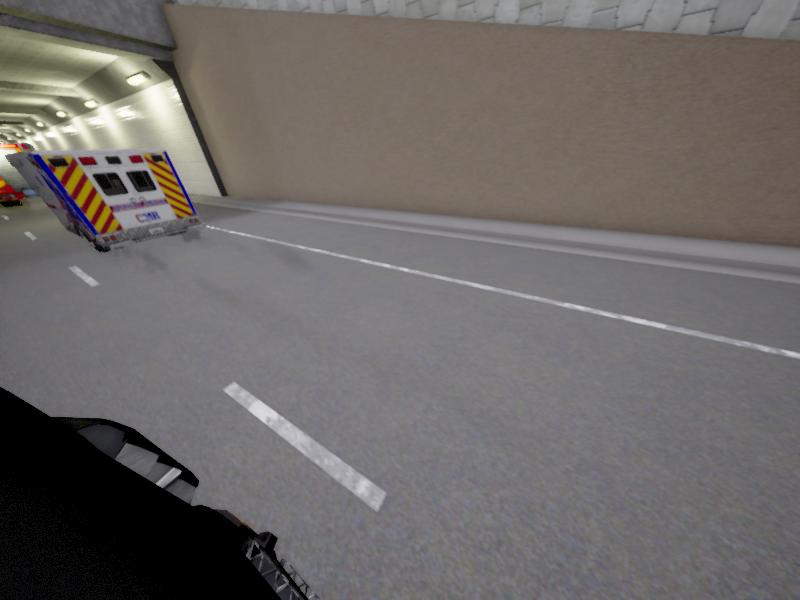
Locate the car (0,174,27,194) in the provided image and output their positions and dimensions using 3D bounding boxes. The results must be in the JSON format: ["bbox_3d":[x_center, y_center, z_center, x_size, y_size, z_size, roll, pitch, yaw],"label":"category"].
[{"bbox_3d":[-39.327,-11.452,22.769,4.674,1.442,1.812,16,38,26],"label":"car"}]

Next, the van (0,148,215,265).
[{"bbox_3d":[-9.394,-3.264,7.393,6.366,2.431,2.351,16,37,26],"label":"van"}]

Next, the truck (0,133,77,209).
[{"bbox_3d":[-27.041,-8.909,15.904,8.468,3.827,2.891,16,38,26],"label":"truck"}]
